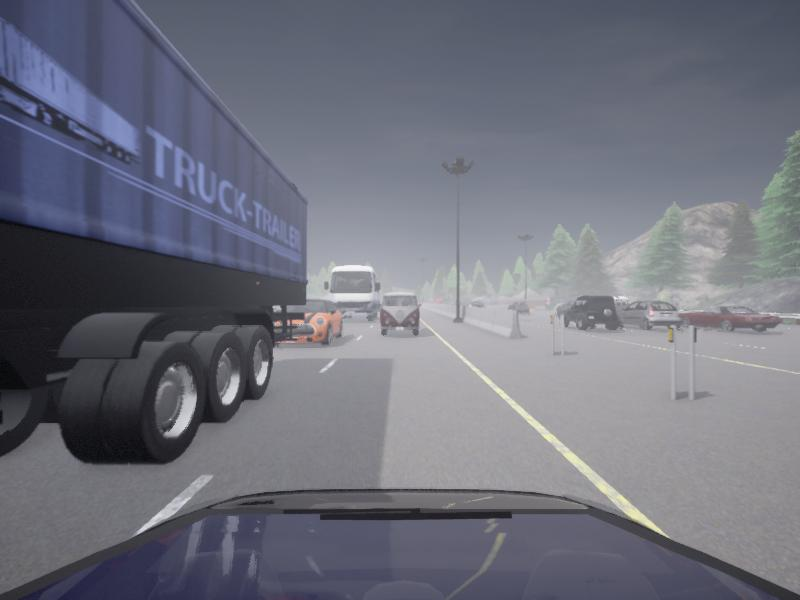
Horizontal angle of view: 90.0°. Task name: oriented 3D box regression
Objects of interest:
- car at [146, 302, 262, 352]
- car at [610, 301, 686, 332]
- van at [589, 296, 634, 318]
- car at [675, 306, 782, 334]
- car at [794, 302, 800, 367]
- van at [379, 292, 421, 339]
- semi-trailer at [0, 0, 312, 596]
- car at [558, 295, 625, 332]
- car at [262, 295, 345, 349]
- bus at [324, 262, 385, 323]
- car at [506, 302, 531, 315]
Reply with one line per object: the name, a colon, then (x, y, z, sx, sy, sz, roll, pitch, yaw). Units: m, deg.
car: (-7.002, 0.862, 15.005, 1.882, 1.535, 5.008, 0, 0, 0)
car: (14.000, 0.847, 22.906, 1.851, 1.617, 3.988, 0, 0, 0)
van: (20.997, 0.672, 39.934, 2.069, 2.038, 4.480, 0, 0, 0)
car: (17.497, 1.000, 21.697, 1.895, 1.301, 4.718, 0, 0, 0)
car: (10.498, 0.821, 7.058, 1.801, 1.575, 5.366, 0, 0, 0)
van: (-0.003, 0.649, 19.170, 1.775, 1.987, 4.442, 0, 0, 0)
semi-trailer: (-3.504, -0.611, 2.678, 2.717, 4.402, 14.254, 0, 0, 0)
car: (10.499, 0.703, 22.277, 1.905, 1.878, 3.866, 0, 0, 0)
car: (-3.503, 0.734, 15.476, 2.097, 1.767, 4.553, 0, 0, 0)
bus: (-3.383, -0.443, 33.212, 3.944, 4.253, 10.273, 0, -1, 0)
car: (13.988, 0.945, 47.394, 1.845, 1.501, 3.633, 0, 0, 0)
